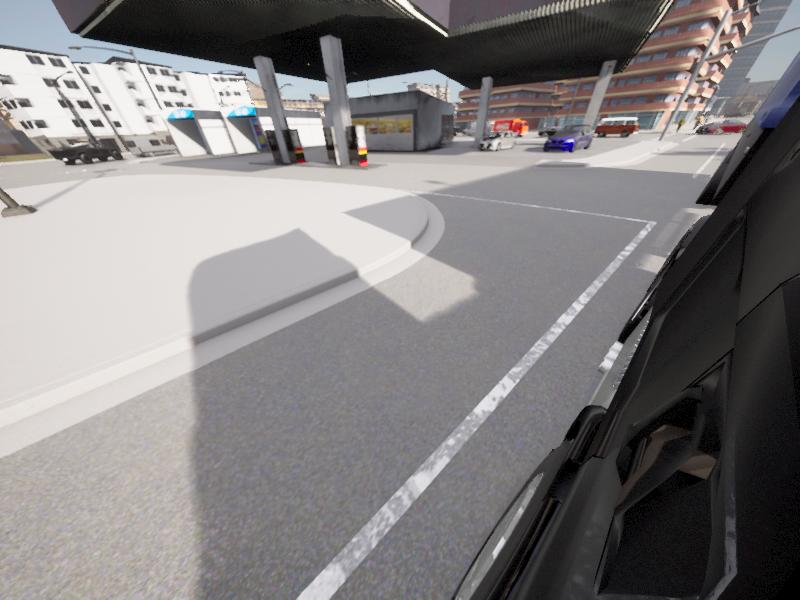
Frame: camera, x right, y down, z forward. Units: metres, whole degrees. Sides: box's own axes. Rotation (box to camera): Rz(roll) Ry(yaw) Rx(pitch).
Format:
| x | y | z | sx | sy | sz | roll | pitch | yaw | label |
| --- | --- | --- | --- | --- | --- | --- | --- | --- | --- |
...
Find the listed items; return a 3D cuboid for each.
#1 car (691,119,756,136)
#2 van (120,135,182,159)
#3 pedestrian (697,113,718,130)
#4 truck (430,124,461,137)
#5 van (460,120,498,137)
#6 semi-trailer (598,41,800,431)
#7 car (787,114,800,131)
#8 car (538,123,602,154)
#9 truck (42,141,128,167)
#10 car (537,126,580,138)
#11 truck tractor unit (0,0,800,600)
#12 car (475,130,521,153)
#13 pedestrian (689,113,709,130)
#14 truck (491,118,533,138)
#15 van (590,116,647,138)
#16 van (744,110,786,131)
| x | y | z | sx | sy | sz | roll | pitch | yaw | label |
| --- | --- | --- | --- | --- | --- | --- | --- | --- | --- |
| 37.630 | -20.175 | 26.988 | 4.181 | 1.385 | 1.994 | -3 | 37 | 0 | car |
| -37.076 | -23.163 | 34.786 | 1.988 | 2.561 | 5.915 | 5 | 37 | 10 | van |
| 42.686 | -24.776 | 32.092 | 0.751 | 1.860 | 0.751 | -1 | 37 | 2 | pedestrian |
| 9.832 | -36.853 | 50.393 | 2.390 | 2.098 | 6.274 | -29 | 44 | -30 | truck |
| 15.261 | -33.400 | 45.169 | 2.351 | 2.431 | 6.366 | -29 | 44 | -30 | van |
| 8.687 | -3.618 | 4.230 | 14.254 | 4.402 | 2.717 | -28 | 44 | -30 | semi-trailer |
| 49.114 | -21.316 | 27.677 | 4.792 | 1.488 | 2.163 | -29 | 44 | -30 | car |
| 13.361 | -12.709 | 18.143 | 4.611 | 1.667 | 2.242 | -28 | 44 | -30 | car |
| -37.973 | -17.957 | 28.271 | 2.390 | 2.098 | 6.274 | -5 | 37 | -3 | truck |
| 23.085 | -24.596 | 33.874 | 1.895 | 1.301 | 4.718 | -29 | 44 | -30 | car |
| 2.645 | -0.295 | 0.352 | 6.516 | 4.208 | 3.053 | -28 | 44 | -30 | truck tractor unit |
| 9.089 | -14.792 | 21.463 | 3.806 | 1.475 | 1.970 | -28 | 44 | -30 | car |
| 42.659 | -25.449 | 32.991 | 0.751 | 1.860 | 0.751 | 1 | 37 | 5 | pedestrian |
| 18.274 | -28.226 | 38.042 | 2.627 | 2.467 | 5.204 | -29 | 44 | -30 | truck |
| 27.577 | -21.879 | 29.343 | 2.069 | 2.038 | 4.480 | -29 | 44 | -31 | van |
| 46.814 | -23.079 | 29.712 | 4.480 | 2.038 | 2.069 | -28 | 44 | -30 | van |
